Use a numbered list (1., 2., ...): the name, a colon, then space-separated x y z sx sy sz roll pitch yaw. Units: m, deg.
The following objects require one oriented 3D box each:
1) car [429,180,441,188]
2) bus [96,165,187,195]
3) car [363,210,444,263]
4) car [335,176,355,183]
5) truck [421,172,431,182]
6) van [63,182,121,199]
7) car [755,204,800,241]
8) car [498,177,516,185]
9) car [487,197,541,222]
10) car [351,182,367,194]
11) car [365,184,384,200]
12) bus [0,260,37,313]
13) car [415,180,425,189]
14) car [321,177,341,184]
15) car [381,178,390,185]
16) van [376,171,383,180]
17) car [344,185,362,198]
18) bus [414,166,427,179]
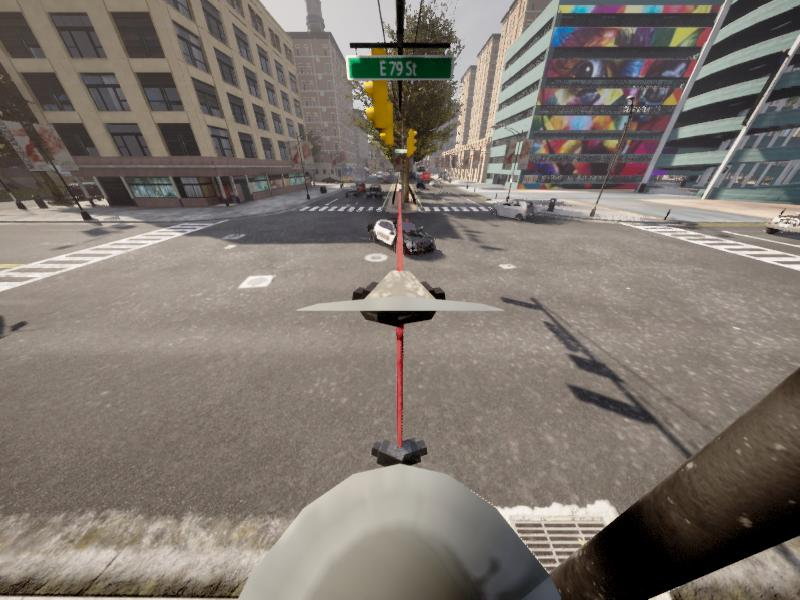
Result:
1. car: 7.856 -26.297 52.258 1.895 1.301 4.718 0 30 0
2. bus: -45.267 -21.752 41.429 3.944 4.253 10.273 0 30 0
3. car: -0.025 -3.800 13.051 2.038 1.542 4.974 -17 35 -28
4. car: -15.728 -34.547 66.266 5.366 1.575 1.801 -10 31 -17
5. truck: 7.898 -37.971 71.304 2.627 2.467 5.204 0 30 0
6. van: -45.151 -16.234 34.073 2.069 2.038 4.480 0 29 0
7. car: 26.697 -4.866 14.567 4.605 1.855 1.932 1 30 0
8. car: 27.196 -30.383 58.961 2.161 1.482 4.786 0 30 0
9. car: 10.050 -8.163 20.616 1.845 1.501 3.633 -18 35 -28
10. car: -7.178 -20.111 41.312 2.007 1.525 4.514 0 30 0
11. car: -3.698 -15.908 33.885 2.242 1.667 4.611 0 30 0
12. bus: -17.704 -0.858 5.246 10.273 4.253 3.944 0 30 0
13. car: 4.349 -25.003 49.781 1.845 1.501 3.633 0 30 0
14. car: -18.657 -32.429 62.679 4.892 1.490 1.837 1 30 1
15. car: -3.620 -30.483 59.434 1.994 1.385 4.181 0 30 0
16. van: -7.055 -43.685 81.130 1.988 2.561 5.915 0 30 0
17. car: -7.151 -16.750 35.573 1.812 1.442 4.674 0 30 0
18. bus: 7.856 -49.373 89.271 3.944 4.253 10.273 0 30 0
